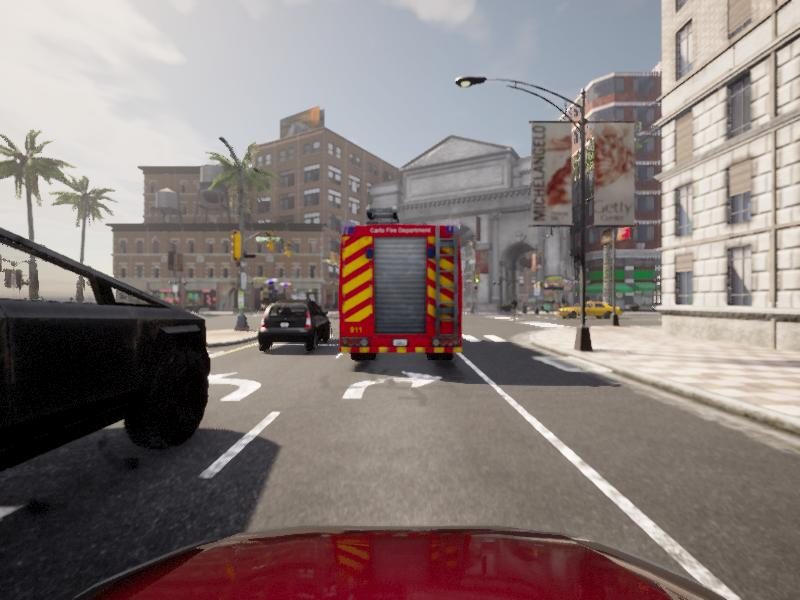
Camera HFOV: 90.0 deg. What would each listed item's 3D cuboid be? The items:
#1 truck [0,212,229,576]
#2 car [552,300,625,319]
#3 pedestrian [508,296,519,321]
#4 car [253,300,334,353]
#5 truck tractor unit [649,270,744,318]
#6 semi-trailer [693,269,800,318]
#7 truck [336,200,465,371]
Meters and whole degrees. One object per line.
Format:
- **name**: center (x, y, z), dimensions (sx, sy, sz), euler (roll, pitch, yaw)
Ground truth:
- **truck**: center (-3.501, 0.543, 2.239), dimensions (2.390, 2.098, 6.274), euler (0, 0, 0)
- **car**: center (15.972, 0.823, 34.122), dimensions (5.366, 1.575, 1.801), euler (0, 0, 0)
- **pedestrian**: center (8.856, 0.657, 31.138), dimensions (0.751, 1.860, 0.751), euler (0, 0, 9)
- **car**: center (-3.538, 0.797, 14.054), dimensions (1.851, 1.617, 3.988), euler (0, 0, -1)
- **truck tractor unit**: center (27.247, -0.501, 37.008), dimensions (6.516, 4.208, 3.053), euler (1, 0, 2)
- **semi-trailer**: center (35.156, -0.593, 36.910), dimensions (14.254, 4.402, 2.717), euler (0, 0, 0)
- **truck**: center (0.110, -0.312, 13.234), dimensions (2.891, 3.827, 8.468), euler (0, 0, 1)
